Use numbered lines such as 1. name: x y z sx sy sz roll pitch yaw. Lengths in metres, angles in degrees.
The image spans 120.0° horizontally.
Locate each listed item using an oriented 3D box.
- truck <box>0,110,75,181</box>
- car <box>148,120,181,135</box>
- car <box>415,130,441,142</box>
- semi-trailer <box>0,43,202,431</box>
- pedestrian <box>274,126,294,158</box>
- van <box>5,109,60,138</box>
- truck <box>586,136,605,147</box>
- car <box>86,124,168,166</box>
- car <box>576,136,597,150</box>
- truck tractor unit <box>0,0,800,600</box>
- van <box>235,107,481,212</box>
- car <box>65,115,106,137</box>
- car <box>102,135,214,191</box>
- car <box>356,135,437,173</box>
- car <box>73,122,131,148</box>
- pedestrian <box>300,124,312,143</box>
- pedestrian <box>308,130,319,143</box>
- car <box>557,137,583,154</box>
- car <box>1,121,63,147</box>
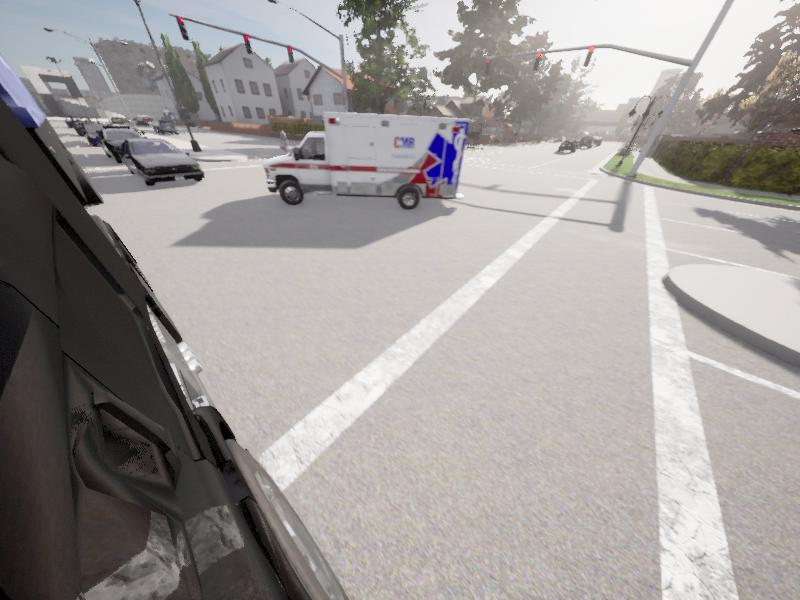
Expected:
1. truck: -16.910 -6.893 10.031 6.274 2.098 2.390 31 45 33
2. car: -34.546 -25.299 33.861 4.856 1.649 2.033 28 44 30
3. car: 4.677 -28.005 39.472 3.806 1.475 1.970 28 44 30
4. semi-trailer: -8.692 -3.610 4.233 14.254 4.402 2.717 28 44 30
5. pedestrian: -8.494 -11.602 16.992 0.751 1.860 0.751 -23 44 -30
6. van: -36.812 -17.666 23.184 4.480 2.038 2.069 28 44 28
7. truck: 48.788 -39.518 57.561 2.390 2.098 6.274 28 44 30
8. car: -15.904 -9.095 13.411 5.238 1.638 1.930 28 44 29
9. car: 37.801 -31.820 46.719 2.150 2.045 5.566 28 44 30
10. truck tractor unit: -2.645 -0.295 0.351 6.516 4.208 3.053 28 44 30
11. van: -1.088 -4.601 7.689 6.366 2.431 2.351 0 37 -3
12. car: -35.210 -19.491 25.858 3.866 1.878 1.905 28 44 30
13. car: -10.375 -6.010 9.850 5.357 1.411 2.033 28 44 30
14. car: -0.353 -9.761 15.285 5.027 1.651 2.152 28 44 30
15. car: -24.669 -13.690 19.124 4.792 1.488 2.163 28 44 30
16. pedestrian: -11.539 -20.501 28.412 0.751 1.860 0.751 -26 46 -33
17. pedestrian: -10.547 -20.010 28.287 0.751 1.300 0.751 28 44 30
18. car: 25.288 -23.043 34.380 1.932 1.855 4.605 28 44 30
19. car: -28.431 -12.909 17.940 4.181 1.385 1.994 28 44 30
